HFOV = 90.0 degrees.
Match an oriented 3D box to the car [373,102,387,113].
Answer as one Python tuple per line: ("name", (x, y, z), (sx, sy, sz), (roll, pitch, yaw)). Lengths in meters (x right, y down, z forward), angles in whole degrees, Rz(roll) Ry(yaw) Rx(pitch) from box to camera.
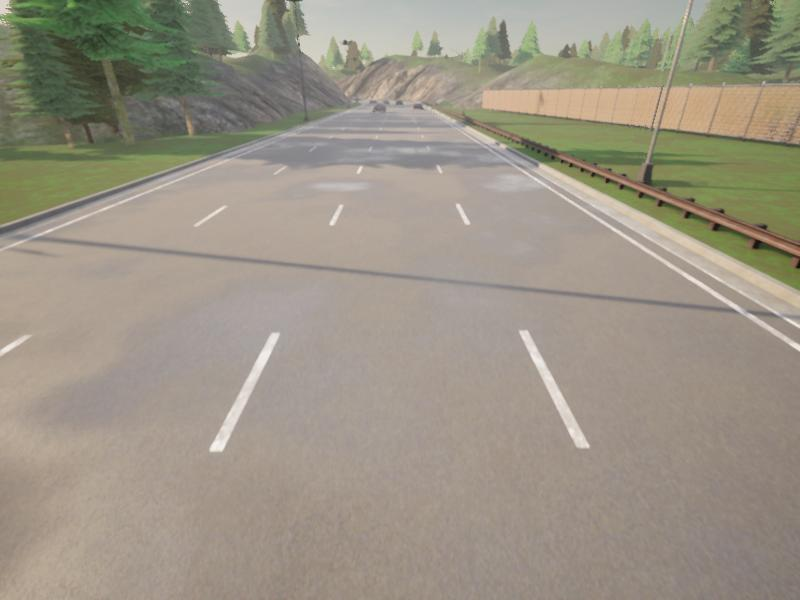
("car", (-3.497, -33.716, 70.030), (2.152, 1.651, 5.027), (0, 27, 0))

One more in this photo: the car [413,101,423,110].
("car", (3.474, -38.159, 78.364), (1.812, 1.442, 4.674), (-1, 27, 0))
